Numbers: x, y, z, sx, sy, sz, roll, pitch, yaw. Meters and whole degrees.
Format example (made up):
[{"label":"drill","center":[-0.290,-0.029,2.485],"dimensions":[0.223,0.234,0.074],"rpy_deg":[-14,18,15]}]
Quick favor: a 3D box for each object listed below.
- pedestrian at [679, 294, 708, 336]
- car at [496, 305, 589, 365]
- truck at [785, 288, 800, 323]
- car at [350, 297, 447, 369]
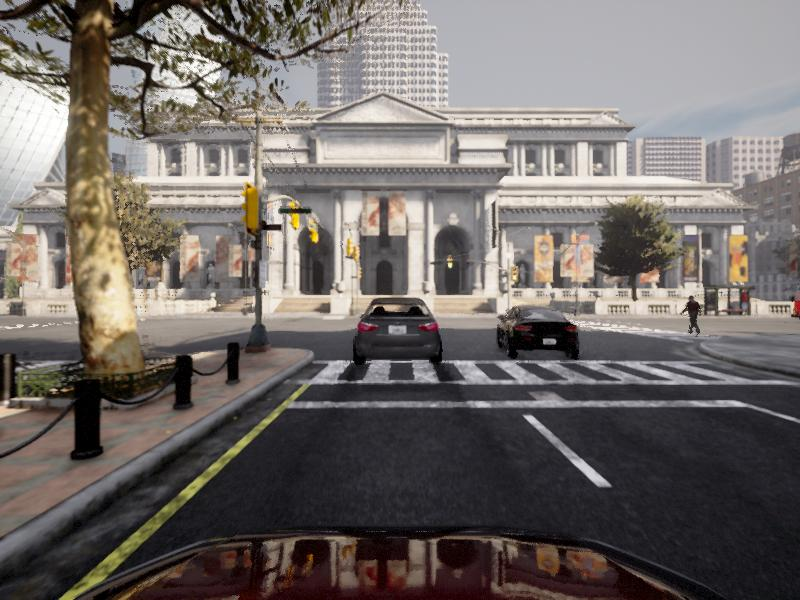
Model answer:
[{"label":"pedestrian","center":[13.245,0.646,18.072],"dimensions":[0.751,1.860,0.751],"rpy_deg":[0,0,-1]},{"label":"car","center":[4.049,0.876,12.177],"dimensions":[1.812,1.442,4.674],"rpy_deg":[0,0,9]},{"label":"truck","center":[30.441,0.369,27.619],"dimensions":[5.204,2.467,2.627],"rpy_deg":[0,0,0]},{"label":"car","center":[-0.102,0.762,11.549],"dimensions":[2.242,1.667,4.611],"rpy_deg":[0,0,-2]}]
